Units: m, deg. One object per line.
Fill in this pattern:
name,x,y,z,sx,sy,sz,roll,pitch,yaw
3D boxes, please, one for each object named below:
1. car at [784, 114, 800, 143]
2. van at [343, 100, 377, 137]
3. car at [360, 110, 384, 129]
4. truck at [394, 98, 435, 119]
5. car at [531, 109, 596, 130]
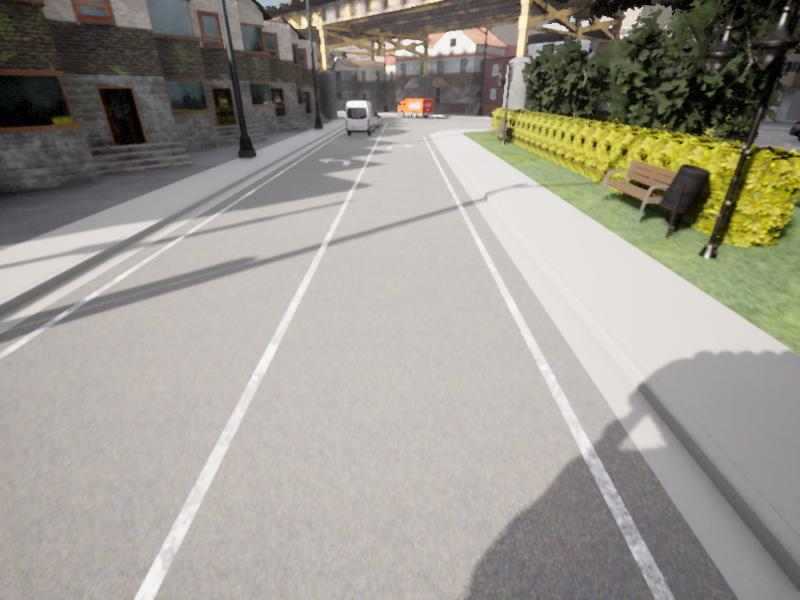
car,29.051,-11.220,26.352,2.152,1.651,5.027,-24,36,-38
van,-3.243,-15.382,33.742,1.988,2.561,5.915,1,27,2
car,-2.779,-18.286,40.480,1.845,1.501,3.633,2,27,5
truck,1.985,-26.430,55.222,2.627,2.467,5.204,-24,36,-38
car,15.647,-17.450,38.557,1.930,1.638,5.238,-24,36,-38
